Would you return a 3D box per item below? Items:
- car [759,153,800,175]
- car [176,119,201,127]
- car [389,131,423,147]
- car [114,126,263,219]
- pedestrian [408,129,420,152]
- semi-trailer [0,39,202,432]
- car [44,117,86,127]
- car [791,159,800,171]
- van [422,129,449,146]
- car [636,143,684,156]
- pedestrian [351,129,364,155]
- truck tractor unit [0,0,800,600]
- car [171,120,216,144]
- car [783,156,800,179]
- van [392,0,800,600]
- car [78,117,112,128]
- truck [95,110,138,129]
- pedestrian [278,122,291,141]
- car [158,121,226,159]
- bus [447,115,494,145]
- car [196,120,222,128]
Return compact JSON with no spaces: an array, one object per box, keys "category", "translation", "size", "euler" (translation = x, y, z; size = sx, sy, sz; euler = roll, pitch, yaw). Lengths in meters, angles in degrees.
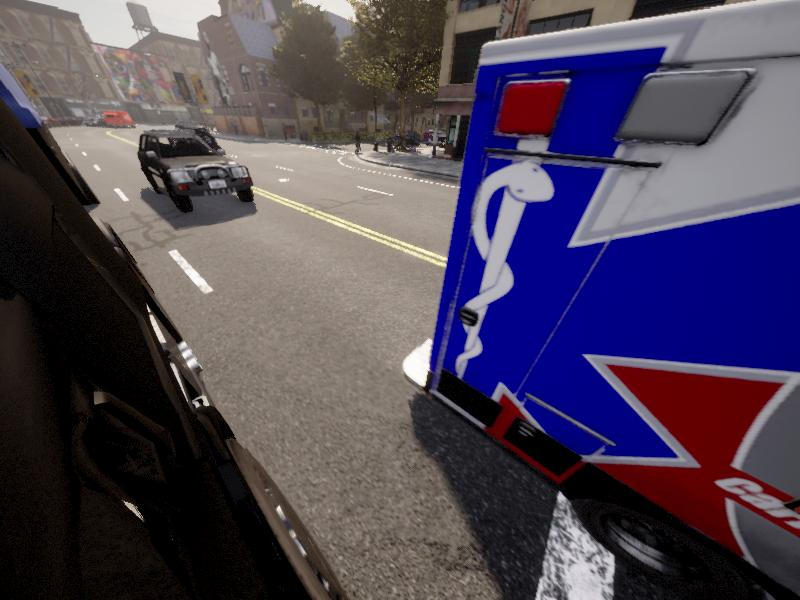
[{"category":"car","translation":[39.514,-13.883,23.479],"size":[1.837,1.490,4.892],"euler":[28,43,29]},{"category":"car","translation":[-57.625,-48.268,63.104],"size":[2.007,1.525,4.514],"euler":[10,37,9]},{"category":"car","translation":[0.922,-22.870,32.850],"size":[1.930,1.638,5.238],"euler":[28,44,29]},{"category":"car","translation":[-6.701,-4.252,7.326],"size":[4.605,1.855,1.932],"euler":[28,44,30]},{"category":"pedestrian","translation":[1.428,-16.059,23.319],"size":[0.751,1.860,0.751],"euler":[-30,47,-36]},{"category":"semi-trailer","translation":[-8.728,-3.590,4.189],"size":[14.254,4.402,2.717],"euler":[28,44,29]},{"category":"car","translation":[-57.228,-30.530,39.590],"size":[1.895,1.301,4.718],"euler":[-11,39,-17]},{"category":"car","translation":[45.734,-14.906,25.151],"size":[1.851,1.617,3.988],"euler":[28,44,30]},{"category":"van","translation":[5.856,-26.436,37.599],"size":[2.069,2.038,4.480],"euler":[28,44,30]},{"category":"car","translation":[46.945,-27.374,41.884],"size":[5.366,1.575,1.801],"euler":[15,38,15]},{"category":"pedestrian","translation":[-3.728,-13.933,20.397],"size":[0.751,1.860,0.751],"euler":[29,44,31]},{"category":"truck tractor unit","translation":[-2.645,-0.295,0.351],"size":[6.516,4.208,3.053],"euler":[28,44,30]},{"category":"car","translation":[-22.003,-17.943,24.597],"size":[4.605,1.855,1.932],"euler":[28,44,30]},{"category":"car","translation":[35.348,-11.001,19.339],"size":[2.007,1.525,4.514],"euler":[28,44,30]},{"category":"van","translation":[3.162,0.792,0.774],"size":[6.366,2.431,2.351],"euler":[28,43,30]},{"category":"car","translation":[-54.842,-31.996,41.628],"size":[1.970,1.475,3.806],"euler":[-12,39,-19]},{"category":"truck","translation":[-51.428,-32.886,42.135],"size":[2.627,2.467,5.204],"euler":[-12,39,-19]},{"category":"pedestrian","translation":[-14.840,-21.590,29.646],"size":[0.751,1.860,0.751],"euler":[12,38,12]},{"category":"car","translation":[-14.427,-11.143,16.016],"size":[4.605,1.855,1.932],"euler":[29,44,30]},{"category":"bus","translation":[13.765,-32.866,44.844],"size":[3.944,4.253,10.273],"euler":[28,44,30]},{"category":"car","translation":[-50.842,-47.021,61.723],"size":[1.930,1.638,5.238],"euler":[10,37,9]}]
